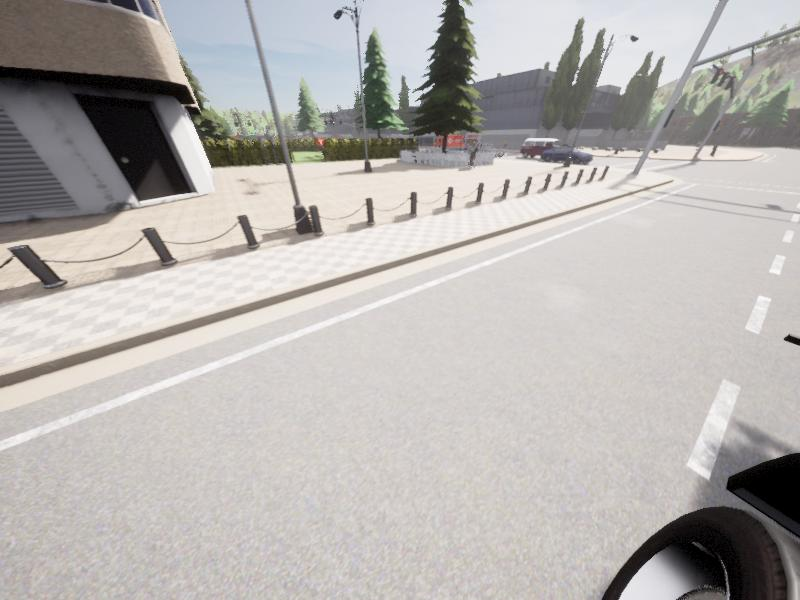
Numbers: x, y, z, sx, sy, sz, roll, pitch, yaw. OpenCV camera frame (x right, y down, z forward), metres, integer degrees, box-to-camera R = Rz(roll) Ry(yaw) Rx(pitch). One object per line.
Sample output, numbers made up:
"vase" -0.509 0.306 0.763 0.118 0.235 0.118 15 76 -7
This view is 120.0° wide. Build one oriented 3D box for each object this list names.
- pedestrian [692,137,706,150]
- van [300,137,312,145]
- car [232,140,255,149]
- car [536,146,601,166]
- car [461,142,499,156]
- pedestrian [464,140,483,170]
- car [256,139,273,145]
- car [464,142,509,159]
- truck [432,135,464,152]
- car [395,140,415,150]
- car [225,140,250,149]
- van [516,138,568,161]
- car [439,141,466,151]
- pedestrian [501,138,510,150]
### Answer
"pedestrian" 52.545 -27.499 40.569 0.751 1.860 0.751 -25 42 -31
"van" -34.945 -59.081 85.767 2.351 2.431 6.366 -20 40 -26
"car" -40.766 -40.652 60.182 4.605 1.855 1.932 -21 40 -27
"car" 16.453 -14.364 22.885 1.812 1.442 4.674 -20 40 -26
"car" 11.647 -22.253 34.018 1.882 1.535 5.008 -21 40 -27
"pedestrian" 5.459 -10.813 17.257 0.751 1.860 0.751 -28 43 -33
"car" -45.798 -53.423 78.045 4.605 1.855 1.932 -21 40 -27
"car" 10.951 -19.246 29.687 2.152 1.651 5.027 -21 40 -27
"truck" 8.734 -28.792 42.490 2.627 2.467 5.204 -21 40 -27
"car" 1.021 -35.120 52.233 2.242 1.667 4.611 -21 40 -27
"car" -40.043 -38.505 57.135 4.605 1.855 1.932 -21 40 -27
"van" 16.786 -18.015 27.538 2.069 2.038 4.480 -21 40 -27
"car" 10.294 -30.730 46.002 1.801 1.575 5.366 -21 40 -27
"pedestrian" 19.824 -29.331 43.400 0.751 1.860 0.751 -12 37 -16
